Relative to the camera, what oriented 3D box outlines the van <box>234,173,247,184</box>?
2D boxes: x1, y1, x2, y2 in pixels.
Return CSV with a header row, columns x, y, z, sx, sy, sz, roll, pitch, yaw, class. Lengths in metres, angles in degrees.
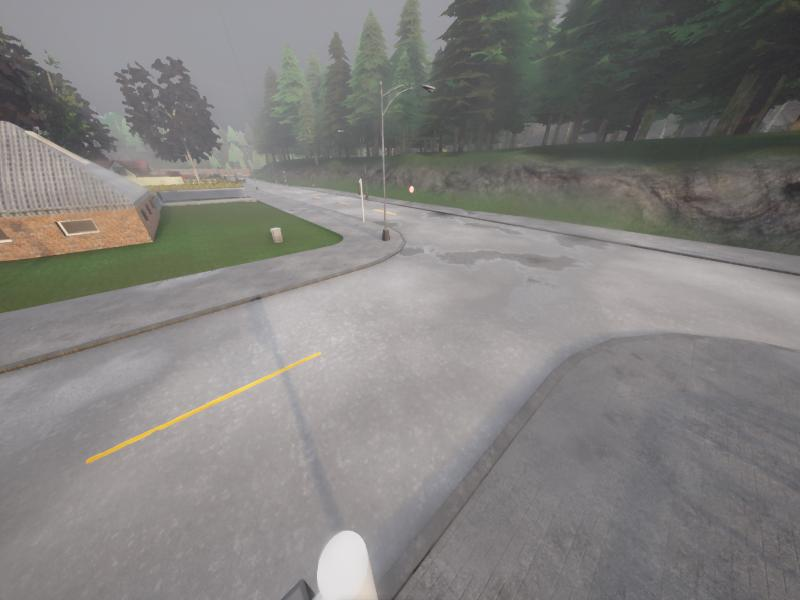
x,y,z,sx,sy,sz,roll,pitch,yaw,class
-46.144,-35.311,66.790,1.988,2.561,5.915,-21,36,-32,van
